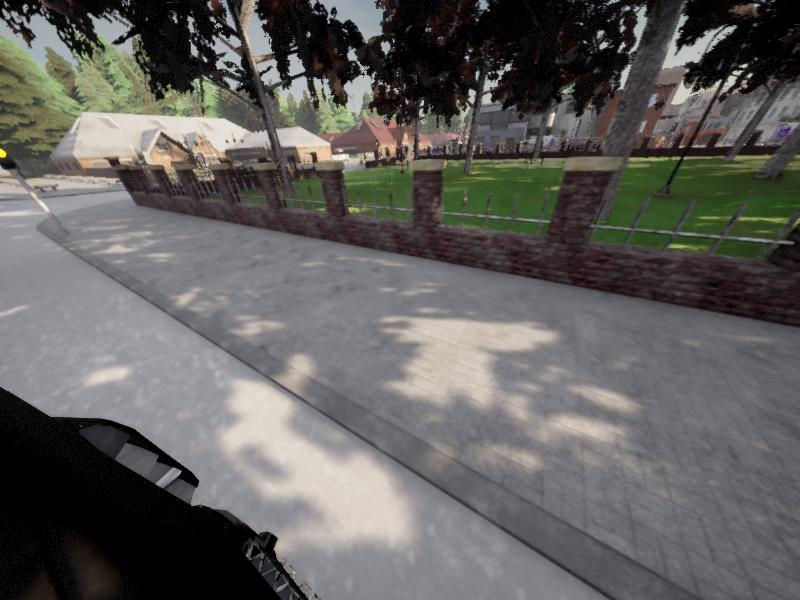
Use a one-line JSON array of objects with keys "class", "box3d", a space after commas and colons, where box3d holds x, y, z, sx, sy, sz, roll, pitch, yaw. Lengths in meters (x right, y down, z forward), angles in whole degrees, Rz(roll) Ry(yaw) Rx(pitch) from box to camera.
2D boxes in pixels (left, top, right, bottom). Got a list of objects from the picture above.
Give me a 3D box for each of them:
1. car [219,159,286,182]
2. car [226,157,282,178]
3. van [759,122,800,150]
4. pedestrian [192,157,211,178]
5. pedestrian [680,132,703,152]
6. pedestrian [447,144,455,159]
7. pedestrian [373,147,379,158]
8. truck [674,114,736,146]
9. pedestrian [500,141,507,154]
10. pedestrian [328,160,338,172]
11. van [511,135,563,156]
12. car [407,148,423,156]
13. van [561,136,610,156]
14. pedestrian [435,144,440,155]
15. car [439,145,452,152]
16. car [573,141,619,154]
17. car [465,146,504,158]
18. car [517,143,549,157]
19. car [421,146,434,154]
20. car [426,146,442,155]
[{"class": "car", "box3d": [-14.181, -12.716, 22.589, 1.882, 1.535, 5.008, 16, 38, 26]}, {"class": "car", "box3d": [-16.287, -14.992, 26.025, 2.242, 1.667, 4.611, 16, 38, 26]}, {"class": "van", "box3d": [43.211, -16.945, 23.657, 2.351, 2.431, 6.366, -6, 34, -3]}, {"class": "pedestrian", "box3d": [-21.895, -14.622, 25.491, 0.751, 1.860, 0.751, 22, 41, 32]}, {"class": "pedestrian", "box3d": [34.775, -18.825, 27.571, 0.751, 1.860, 0.751, 6, 35, 13]}, {"class": "pedestrian", "box3d": [7.509, -21.749, 33.855, 0.751, 1.860, 0.751, 16, 38, 26]}, {"class": "pedestrian", "box3d": [-4.876, -30.436, 47.760, 0.751, 1.860, 0.751, 17, 39, 27]}, {"class": "truck", "box3d": [51.173, -28.646, 39.219, 2.891, 3.827, 8.468, 16, 38, 26]}, {"class": "pedestrian", "box3d": [18.474, -27.330, 41.308, 0.751, 1.860, 0.751, 9, 36, 18]}, {"class": "pedestrian", "box3d": [-6.959, -13.938, 24.013, 0.500, 1.100, 0.500, 16, 38, 26]}, {"class": "van", "box3d": [21.143, -24.018, 35.901, 6.366, 2.431, 2.351, 16, 38, 26]}, {"class": "car", "box3d": [3.539, -34.753, 54.215, 1.994, 1.385, 4.181, 16, 38, 26]}, {"class": "van", "box3d": [24.242, -20.234, 30.417, 4.442, 1.987, 1.775, 15, 38, 24]}, {"class": "pedestrian", "box3d": [8.195, -32.972, 50.551, 0.751, 1.860, 0.751, 23, 41, 33]}, {"class": "car", "box3d": [13.515, -44.847, 68.387, 2.163, 1.488, 4.792, 16, 38, 26]}, {"class": "car", "box3d": [27.506, -21.503, 32.676, 4.718, 1.301, 1.895, 18, 39, 28]}, {"class": "car", "box3d": [13.253, -23.343, 36.433, 5.357, 1.411, 2.033, 17, 39, 27]}, {"class": "car", "box3d": [19.093, -21.570, 33.217, 3.633, 1.501, 1.845, 15, 38, 25]}, {"class": "car", "box3d": [7.008, -38.379, 59.136, 1.851, 1.617, 3.988, 16, 38, 26]}, {"class": "car", "box3d": [7.911, -34.795, 53.787, 1.882, 1.535, 5.008, 16, 38, 26]}]
